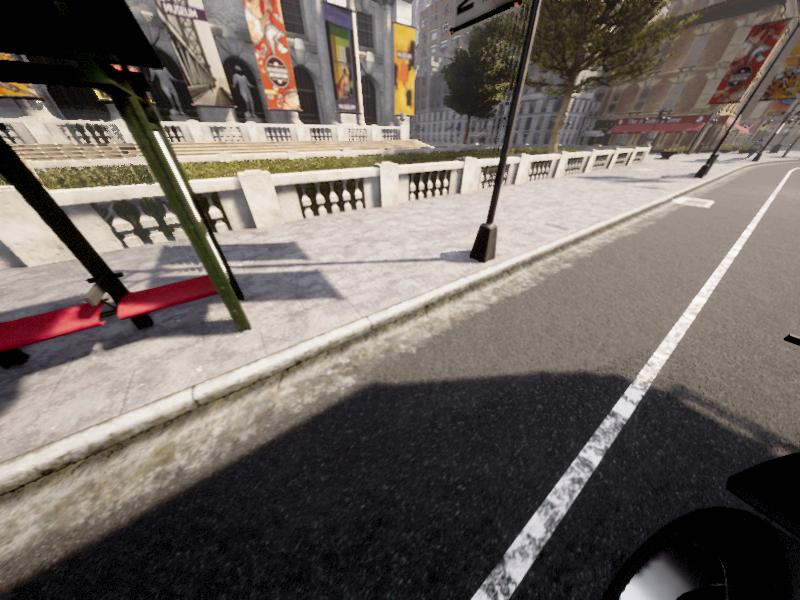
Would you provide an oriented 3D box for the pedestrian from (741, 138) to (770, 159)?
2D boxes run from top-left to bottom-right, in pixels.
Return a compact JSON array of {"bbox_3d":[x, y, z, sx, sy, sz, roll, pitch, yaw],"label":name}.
[{"bbox_3d":[37.460,-15.954,24.363,0.751,1.860,0.751,-15,38,-20],"label":"pedestrian"}]
